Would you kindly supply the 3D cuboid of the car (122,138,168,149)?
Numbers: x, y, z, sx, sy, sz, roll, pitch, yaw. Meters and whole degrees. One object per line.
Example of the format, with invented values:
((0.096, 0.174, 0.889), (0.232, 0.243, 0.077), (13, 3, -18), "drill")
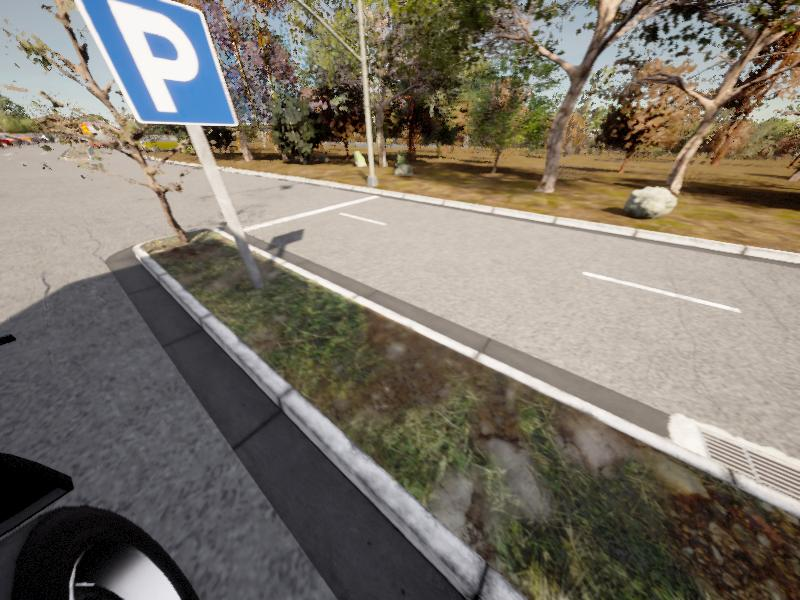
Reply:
((-42.841, -26.421, 38.989), (2.002, 1.452, 4.674), (14, 37, 19), "car")

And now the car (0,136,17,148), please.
((-67.070, -25.462, 37.353), (2.097, 1.535, 5.008), (15, 39, 20), "car")

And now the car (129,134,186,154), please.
((-31.943, -20.735, 30.653), (1.878, 1.987, 4.442), (14, 37, 17), "car")

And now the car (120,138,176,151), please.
((-38.566, -24.000, 35.555), (1.946, 1.575, 5.366), (14, 37, 18), "car")

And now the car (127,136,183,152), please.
((-34.128, -21.851, 32.373), (2.185, 1.767, 4.553), (14, 37, 18), "car")

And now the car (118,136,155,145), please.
((-59.710, -36.185, 52.462), (2.097, 1.535, 5.008), (16, 38, 21), "car")

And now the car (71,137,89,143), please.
((-81.785, -40.938, 59.118), (1.895, 1.301, 4.718), (-28, 44, -34), "car")

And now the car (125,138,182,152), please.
((-36.243, -23.026, 34.219), (1.946, 1.575, 5.366), (14, 37, 18), "car")

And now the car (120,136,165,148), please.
((-45.001, -27.733, 40.525), (2.185, 1.767, 4.553), (15, 37, 19), "car")

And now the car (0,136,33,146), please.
((-75.498, -30.521, 44.386), (2.097, 1.535, 5.008), (16, 39, 21), "car")

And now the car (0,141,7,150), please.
((-60.630, -21.956, 32.051), (2.435, 2.045, 5.566), (14, 39, 19), "car")

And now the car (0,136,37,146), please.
((-77.642, -31.704, 46.028), (1.946, 1.575, 5.366), (16, 39, 21), "car")

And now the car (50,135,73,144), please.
((-84.006, -39.866, 57.406), (2.242, 1.667, 4.611), (-28, 44, -34), "car")

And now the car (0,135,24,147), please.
((-71.291, -28.093, 40.796), (2.185, 1.767, 4.553), (16, 39, 20), "car")

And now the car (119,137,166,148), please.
((-47.054, -28.944, 42.420), (1.946, 1.575, 5.366), (15, 37, 19), "car")

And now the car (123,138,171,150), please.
((-40.677, -25.238, 37.351), (2.002, 1.452, 4.674), (14, 37, 19), "car")

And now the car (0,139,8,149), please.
((-62.801, -22.968, 33.888), (2.097, 1.535, 5.008), (14, 39, 20), "car")

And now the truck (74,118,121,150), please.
((-48.627, -26.745, 37.337), (8.468, 3.827, 2.891), (30, 45, 34), "truck")
